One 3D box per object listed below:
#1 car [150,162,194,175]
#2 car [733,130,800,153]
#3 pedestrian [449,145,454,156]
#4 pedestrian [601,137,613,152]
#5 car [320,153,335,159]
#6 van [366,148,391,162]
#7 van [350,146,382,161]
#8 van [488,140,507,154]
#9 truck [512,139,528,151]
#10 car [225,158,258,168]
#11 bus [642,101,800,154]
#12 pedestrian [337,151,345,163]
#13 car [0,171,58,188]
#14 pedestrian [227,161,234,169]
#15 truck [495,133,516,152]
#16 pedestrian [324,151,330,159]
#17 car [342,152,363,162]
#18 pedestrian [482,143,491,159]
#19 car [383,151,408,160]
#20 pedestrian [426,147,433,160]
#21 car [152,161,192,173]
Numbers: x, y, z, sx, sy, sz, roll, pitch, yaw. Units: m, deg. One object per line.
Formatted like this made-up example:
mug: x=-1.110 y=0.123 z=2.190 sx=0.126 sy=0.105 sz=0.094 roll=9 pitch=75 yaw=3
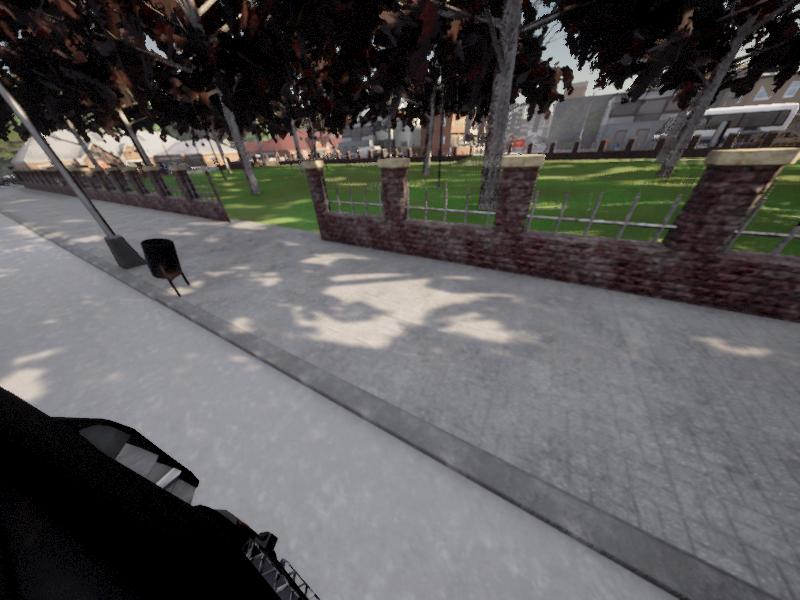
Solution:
car: x=-39.503 y=-22.990 z=40.232 sx=1.882 sy=1.535 sz=5.008 roll=15 pitch=38 yaw=25
car: x=38.856 y=-16.291 z=23.728 sx=4.605 sy=1.855 sz=1.932 roll=14 pitch=37 yaw=24
pedestrian: x=10.473 y=-30.502 z=47.094 sx=0.751 sy=1.860 sz=0.751 roll=-10 pitch=34 yaw=-10
pedestrian: x=31.604 y=-23.692 z=35.215 sx=0.751 sy=1.860 sz=0.751 roll=18 pitch=39 yaw=28
car: x=-22.523 y=-44.986 z=72.153 sx=1.994 sy=1.385 sz=4.181 roll=15 pitch=38 yaw=25
van: x=-4.105 y=-27.967 z=44.553 sx=4.442 sy=1.987 sz=1.775 roll=14 pitch=37 yaw=24
van: x=-7.303 y=-31.698 z=50.015 sx=6.366 sy=2.431 sz=2.351 roll=15 pitch=38 yaw=25
van: x=22.584 y=-35.615 z=53.578 sx=2.351 sy=2.431 sz=6.366 roll=17 pitch=39 yaw=27
truck: x=30.173 y=-39.123 z=58.228 sx=2.627 sy=2.467 sz=5.204 roll=15 pitch=38 yaw=25
car: x=-33.532 y=-29.110 z=49.104 sx=2.033 sy=1.411 sz=5.357 roll=15 pitch=38 yaw=25
bus: x=37.216 y=-20.153 z=27.529 sx=10.273 sy=4.253 sz=3.944 roll=16 pitch=38 yaw=26
pedestrian: x=-11.025 y=-26.650 z=42.992 sx=0.751 sy=1.860 sz=0.751 roll=14 pitch=37 yaw=24
car: x=-50.535 y=-16.283 z=31.040 sx=1.837 sy=1.490 sz=4.892 roll=17 pitch=38 yaw=27
pedestrian: x=-31.573 y=-25.171 z=43.060 sx=0.500 sy=1.100 sz=0.500 roll=14 pitch=37 yaw=24
truck: x=28.308 y=-42.295 z=61.915 sx=2.891 sy=3.827 sz=8.468 roll=16 pitch=38 yaw=26
pedestrian: x=-20.409 y=-40.547 z=64.649 sx=0.751 sy=1.860 sz=0.751 roll=22 pitch=41 yaw=32
car: x=-9.731 y=-29.360 z=47.498 sx=3.633 sy=1.501 sz=1.845 roll=14 pitch=37 yaw=24
pedestrian: x=12.375 y=-21.359 z=33.203 sx=0.751 sy=1.860 sz=0.751 roll=22 pitch=41 yaw=32
car: x=-0.880 y=-29.252 z=46.857 sx=4.718 sy=1.301 sz=1.895 roll=17 pitch=39 yaw=28
pedestrian: x=5.132 y=-25.529 z=40.232 sx=0.751 sy=1.860 sz=0.751 roll=-24 pitch=39 yaw=-28
car: x=-42.214 y=-24.713 z=42.918 sx=2.242 sy=1.667 sz=4.611 roll=16 pitch=38 yaw=26
